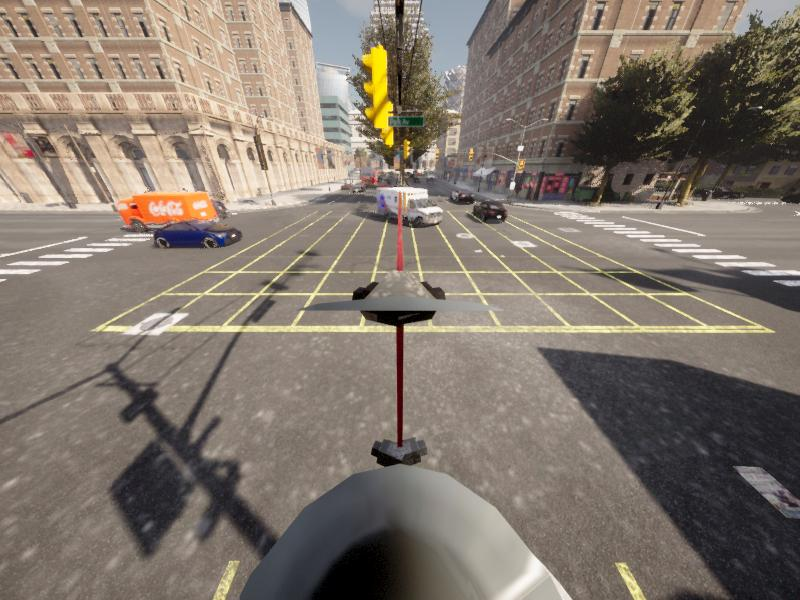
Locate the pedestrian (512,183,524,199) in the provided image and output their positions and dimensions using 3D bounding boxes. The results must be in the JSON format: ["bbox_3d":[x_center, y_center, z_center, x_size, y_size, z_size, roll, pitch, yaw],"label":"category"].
[{"bbox_3d":[16.156,-14.933,31.656,0.751,1.860,0.751,1,30,2],"label":"pedestrian"}]

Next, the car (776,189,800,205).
[{"bbox_3d":[49.691,-12.309,27.795,1.851,1.617,3.988,-5,30,-9],"label":"car"}]

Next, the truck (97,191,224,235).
[{"bbox_3d":[-16.215,-6.098,16.091,5.204,2.467,2.627,0,30,1],"label":"truck"}]

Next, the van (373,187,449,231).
[{"bbox_3d":[0.641,-7.609,18.756,2.351,2.431,6.366,-22,36,-32],"label":"van"}]

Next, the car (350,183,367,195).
[{"bbox_3d":[-7.063,-19.250,39.835,2.128,1.511,4.902,0,30,0],"label":"car"}]

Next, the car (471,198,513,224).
[{"bbox_3d":[7.873,-7.894,20.234,1.812,1.442,4.674,0,30,0],"label":"car"}]

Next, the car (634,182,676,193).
[{"bbox_3d":[46.032,-20.492,41.963,2.038,1.542,4.974,0,30,0],"label":"car"}]

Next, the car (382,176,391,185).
[{"bbox_3d":[-3.500,-30.910,59.749,2.097,1.767,4.553,0,30,0],"label":"car"}]

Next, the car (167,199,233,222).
[{"bbox_3d":[-17.037,-7.755,19.909,3.633,1.501,1.845,-7,32,-13],"label":"car"}]

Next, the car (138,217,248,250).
[{"bbox_3d":[-11.727,-3.913,13.415,4.181,1.385,1.994,0,30,0],"label":"car"}]

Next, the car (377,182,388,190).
[{"bbox_3d":[-3.542,-23.068,46.664,1.895,1.301,4.718,0,30,0],"label":"car"}]

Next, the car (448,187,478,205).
[{"bbox_3d":[8.043,-13.636,30.097,2.038,1.542,4.974,-3,30,-5],"label":"car"}]

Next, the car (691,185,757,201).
[{"bbox_3d":[46.018,-15.426,33.084,1.930,1.638,5.238,0,30,0],"label":"car"}]

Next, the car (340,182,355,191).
[{"bbox_3d":[-10.295,-22.354,45.417,1.895,1.301,4.718,0,30,0],"label":"car"}]

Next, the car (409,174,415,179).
[{"bbox_3d":[4.595,-47.783,89.231,1.882,1.535,5.008,0,30,0],"label":"car"}]

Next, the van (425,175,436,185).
[{"bbox_3d":[8.003,-31.730,60.922,2.069,2.038,4.480,0,30,0],"label":"van"}]

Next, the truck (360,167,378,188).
[{"bbox_3d":[-7.023,-28.580,53.681,2.891,3.827,8.468,0,30,0],"label":"truck"}]
